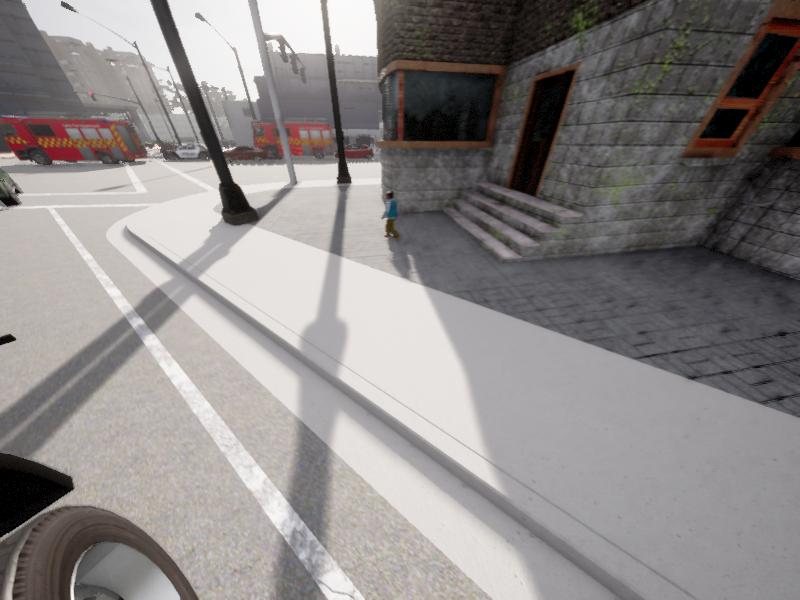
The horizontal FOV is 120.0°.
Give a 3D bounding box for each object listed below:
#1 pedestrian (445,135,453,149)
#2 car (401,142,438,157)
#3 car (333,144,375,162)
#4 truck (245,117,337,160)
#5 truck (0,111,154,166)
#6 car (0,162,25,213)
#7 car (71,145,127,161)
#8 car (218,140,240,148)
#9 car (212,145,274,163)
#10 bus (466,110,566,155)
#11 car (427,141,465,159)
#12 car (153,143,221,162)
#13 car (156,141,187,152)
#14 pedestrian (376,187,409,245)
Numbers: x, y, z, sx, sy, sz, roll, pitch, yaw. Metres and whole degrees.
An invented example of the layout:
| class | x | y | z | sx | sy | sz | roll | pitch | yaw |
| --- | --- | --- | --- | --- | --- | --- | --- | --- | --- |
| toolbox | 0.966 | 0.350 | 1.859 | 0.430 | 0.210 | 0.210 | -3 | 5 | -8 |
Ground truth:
| class | x | y | z | sx | sy | sz | roll | pitch | yaw |
| --- | --- | --- | --- | --- | --- | --- | --- | --- | --- |
| pedestrian | 7.927 | -25.564 | 37.492 | 0.751 | 1.860 | 0.751 | -5 | 36 | -7 |
| car | 2.364 | -18.913 | 29.053 | 4.181 | 1.385 | 1.994 | -7 | 36 | -8 |
| car | -4.979 | -16.077 | 25.147 | 4.193 | 1.474 | 1.816 | -6 | 36 | -8 |
| truck | -11.913 | -18.366 | 26.430 | 8.468 | 3.827 | 2.891 | -6 | 35 | -8 |
| truck | -29.416 | -14.587 | 21.029 | 8.468 | 3.827 | 2.891 | -5 | 36 | -8 |
| car | -16.635 | -4.620 | 8.524 | 5.566 | 2.045 | 2.150 | 24 | 42 | 30 |
| car | -33.436 | -16.429 | 25.743 | 4.181 | 1.385 | 1.994 | 11 | 37 | 15 |
| car | -41.758 | -38.287 | 56.553 | 1.837 | 1.490 | 4.892 | 1 | 35 | 1 |
| car | -15.871 | -14.946 | 23.636 | 4.674 | 1.442 | 1.812 | -6 | 36 | -8 |
| bus | 14.376 | -21.439 | 29.662 | 10.273 | 4.253 | 3.944 | -7 | 36 | -7 |
| car | 5.202 | -17.226 | 26.493 | 3.806 | 1.475 | 1.970 | -7 | 36 | -7 |
| car | -23.233 | -16.311 | 25.493 | 4.974 | 1.542 | 2.038 | -6 | 36 | -8 |
| car | -39.549 | -26.678 | 40.126 | 1.816 | 1.474 | 4.193 | -5 | 36 | -8 |
| pedestrian | -0.160 | -1.936 | 5.343 | 0.500 | 1.100 | 0.500 | 24 | 41 | 29 |
